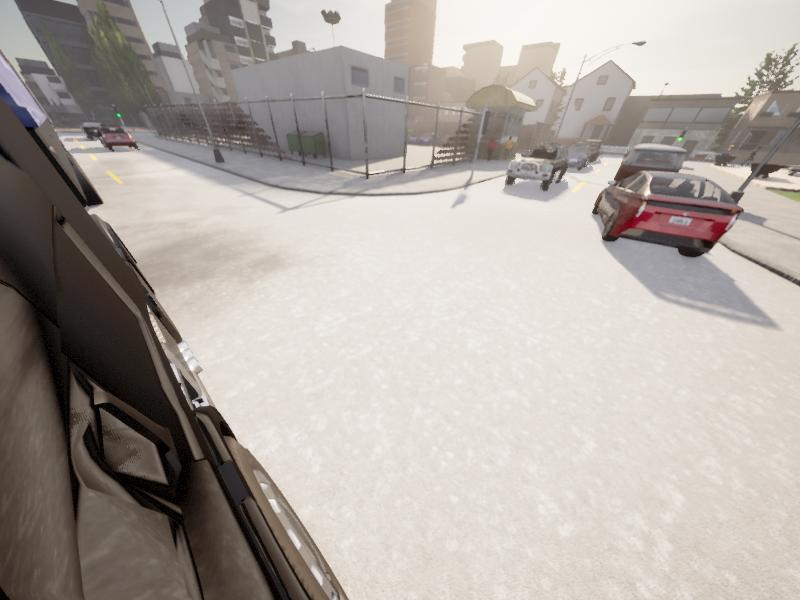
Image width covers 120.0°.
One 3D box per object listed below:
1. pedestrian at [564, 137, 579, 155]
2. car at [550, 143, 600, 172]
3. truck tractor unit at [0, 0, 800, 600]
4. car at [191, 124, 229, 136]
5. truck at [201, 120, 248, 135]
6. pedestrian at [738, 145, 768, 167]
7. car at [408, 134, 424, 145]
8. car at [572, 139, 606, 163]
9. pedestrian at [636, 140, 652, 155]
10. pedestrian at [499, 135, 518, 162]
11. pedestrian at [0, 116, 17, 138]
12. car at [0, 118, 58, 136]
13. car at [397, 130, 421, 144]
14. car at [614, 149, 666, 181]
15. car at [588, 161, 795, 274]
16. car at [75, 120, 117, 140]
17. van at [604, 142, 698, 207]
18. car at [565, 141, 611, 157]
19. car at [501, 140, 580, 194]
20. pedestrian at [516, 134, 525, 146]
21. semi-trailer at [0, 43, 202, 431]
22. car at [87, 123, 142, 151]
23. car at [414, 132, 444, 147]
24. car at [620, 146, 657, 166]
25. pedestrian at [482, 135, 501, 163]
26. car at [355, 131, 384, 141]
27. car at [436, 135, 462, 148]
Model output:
[{"bbox_3d":[21.938,-19.650,29.522,0.751,1.860,0.751,-27,46,-33],"label":"pedestrian"},{"bbox_3d":[14.167,-11.569,18.627,2.033,1.649,4.856,28,43,30],"label":"car"},{"bbox_3d":[-2.645,-0.295,0.351,6.516,4.208,3.053,28,44,30],"label":"truck tractor unit"},{"bbox_3d":[-32.640,-29.281,39.826,1.812,1.442,4.674,28,43,30],"label":"car"},{"bbox_3d":[-33.259,-32.850,44.034,2.390,2.098,6.274,28,43,30],"label":"truck"},{"bbox_3d":[36.856,-15.017,24.156,0.751,1.860,0.751,26,43,28],"label":"pedestrian"},{"bbox_3d":[2.565,-25.716,36.972,1.481,1.379,2.207,28,44,30],"label":"car"},{"bbox_3d":[20.228,-15.976,24.677,1.905,1.878,3.866,27,43,29],"label":"car"},{"bbox_3d":[36.936,-23.054,34.968,0.751,1.860,0.751,20,40,22],"label":"pedestrian"},{"bbox_3d":[9.334,-13.096,19.982,0.751,1.860,0.751,-25,45,-32],"label":"pedestrian"},{"bbox_3d":[-37.849,-16.486,21.778,0.751,1.860,0.751,-18,41,-25],"label":"pedestrian"},{"bbox_3d":[-43.431,-19.886,26.553,4.193,1.474,1.816,-3,37,-8],"label":"car"},{"bbox_3d":[1.474,-27.140,38.469,1.905,1.878,3.866,28,44,30],"label":"car"},{"bbox_3d":[16.525,-9.434,16.024,1.816,1.474,4.193,28,44,30],"label":"car"},{"bbox_3d":[6.768,-2.594,6.225,2.007,1.525,4.514,21,40,23],"label":"car"},{"bbox_3d":[-33.488,-18.731,25.444,5.238,1.638,1.930,28,43,30],"label":"car"},{"bbox_3d":[11.036,-5.852,10.465,1.775,1.987,4.442,27,43,29],"label":"van"},{"bbox_3d":[25.567,-20.763,31.734,2.128,1.511,4.902,-1,37,-5],"label":"car"},{"bbox_3d":[7.220,-6.927,11.771,1.932,1.855,4.605,28,44,30],"label":"car"},{"bbox_3d":[23.821,-31.648,45.741,0.751,1.860,0.751,29,44,31],"label":"pedestrian"},{"bbox_3d":[-8.699,-3.594,4.242,14.254,4.402,2.717,28,44,30],"label":"semi-trailer"},{"bbox_3d":[-22.821,-13.060,18.483,3.988,1.617,1.851,28,44,30],"label":"car"},{"bbox_3d":[4.591,-25.204,36.228,2.242,1.667,4.611,28,44,30],"label":"car"},{"bbox_3d":[25.127,-15.306,24.405,2.163,1.488,4.792,28,44,30],"label":"car"},{"bbox_3d":[7.317,-12.080,18.501,0.751,1.860,0.751,31,45,33],"label":"pedestrian"},{"bbox_3d":[-5.699,-31.154,43.829,2.033,1.415,5.357,28,44,30],"label":"car"},{"bbox_3d":[7.490,-24.187,35.146,1.816,1.474,4.193,28,44,30],"label":"car"}]
